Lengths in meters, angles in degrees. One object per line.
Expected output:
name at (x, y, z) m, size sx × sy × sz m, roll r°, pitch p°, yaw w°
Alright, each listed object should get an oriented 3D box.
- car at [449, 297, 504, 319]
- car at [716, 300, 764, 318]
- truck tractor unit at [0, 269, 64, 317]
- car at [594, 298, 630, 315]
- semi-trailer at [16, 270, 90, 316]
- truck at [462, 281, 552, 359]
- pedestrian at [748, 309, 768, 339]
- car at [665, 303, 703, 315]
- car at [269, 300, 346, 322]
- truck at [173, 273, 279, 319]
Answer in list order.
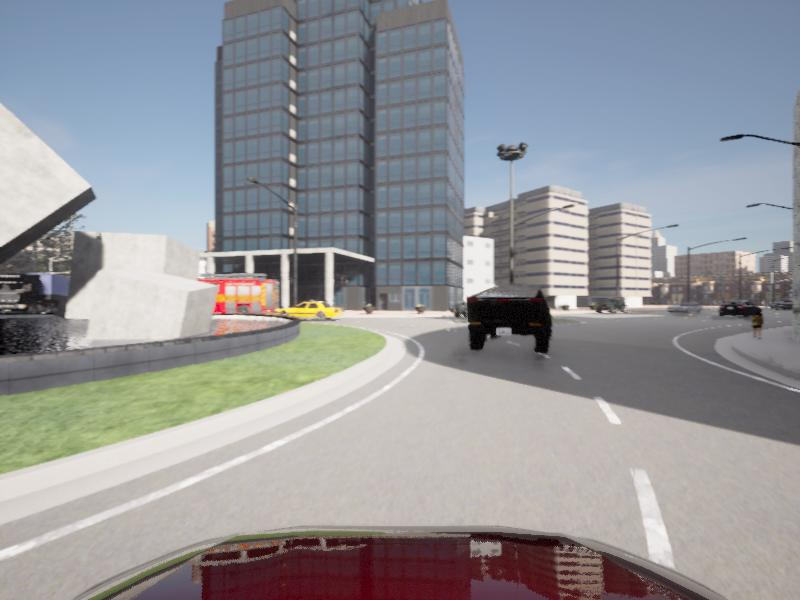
car at (6.929, 0.669, 36.274) m, size 4.605 × 1.855 × 1.932 m, roll 0°, pitch 0°, yaw -25°
car at (32.968, 0.815, 38.755) m, size 4.611 × 1.667 × 2.242 m, roll 0°, pitch 0°, yaw -31°
truck tractor unit at (-35.650, -0.568, 38.306) m, size 3.053 × 4.208 × 6.516 m, roll 0°, pitch 0°, yaw -18°
car at (24.318, 0.693, 45.836) m, size 3.866 × 1.878 × 1.905 m, roll 0°, pitch 0°, yaw -31°
semi-trailer at (-38.867, -0.668, 45.522) m, size 2.717 × 4.402 × 14.254 m, roll 0°, pitch 0°, yaw -26°
truck at (4.072, 0.551, 14.192) m, size 2.390 × 2.098 × 6.274 m, roll 0°, pitch 0°, yaw 22°
pedestrian at (13.442, 0.890, 15.035) m, size 0.500 × 1.100 × 0.500 m, roll 0°, pitch 0°, yaw 35°
car at (33.677, 1.005, 47.352) m, size 4.718 × 1.301 × 1.895 m, roll 0°, pitch 0°, yaw -31°
car at (-7.005, 0.797, 30.492) m, size 5.366 × 1.575 × 1.801 m, roll 0°, pitch 0°, yaw 9°
truck at (-15.476, -0.337, 35.795) m, size 8.468 × 3.827 × 2.891 m, roll 0°, pitch 0°, yaw 10°
